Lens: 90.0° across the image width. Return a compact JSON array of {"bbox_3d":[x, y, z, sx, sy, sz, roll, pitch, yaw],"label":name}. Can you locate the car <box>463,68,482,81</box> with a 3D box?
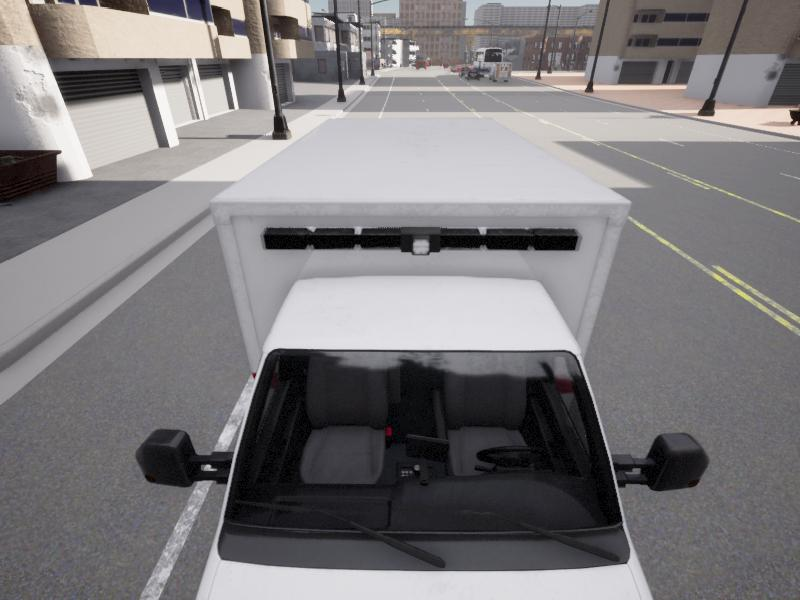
[{"bbox_3d":[11.231,-35.003,62.116,2.128,1.511,4.902,0,32,0],"label":"car"}]

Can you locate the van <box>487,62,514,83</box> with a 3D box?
[{"bbox_3d":[14.704,-33.726,59.162,2.351,2.431,6.366,0,32,0],"label":"van"}]

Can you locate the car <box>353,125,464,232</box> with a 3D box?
[{"bbox_3d":[0.184,-3.330,10.225,2.128,1.511,4.902,0,30,0],"label":"car"}]

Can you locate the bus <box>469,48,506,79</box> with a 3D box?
[{"bbox_3d":[14.680,-40.328,67.955,3.944,4.253,10.273,0,32,0],"label":"bus"}]

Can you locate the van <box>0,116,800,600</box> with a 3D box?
[{"bbox_3d":[0.112,0.012,3.605,2.351,2.431,6.366,0,30,0],"label":"van"}]

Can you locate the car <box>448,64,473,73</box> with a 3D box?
[{"bbox_3d":[12.766,-48.930,84.580,4.611,1.667,2.242,-9,32,-15],"label":"car"}]
